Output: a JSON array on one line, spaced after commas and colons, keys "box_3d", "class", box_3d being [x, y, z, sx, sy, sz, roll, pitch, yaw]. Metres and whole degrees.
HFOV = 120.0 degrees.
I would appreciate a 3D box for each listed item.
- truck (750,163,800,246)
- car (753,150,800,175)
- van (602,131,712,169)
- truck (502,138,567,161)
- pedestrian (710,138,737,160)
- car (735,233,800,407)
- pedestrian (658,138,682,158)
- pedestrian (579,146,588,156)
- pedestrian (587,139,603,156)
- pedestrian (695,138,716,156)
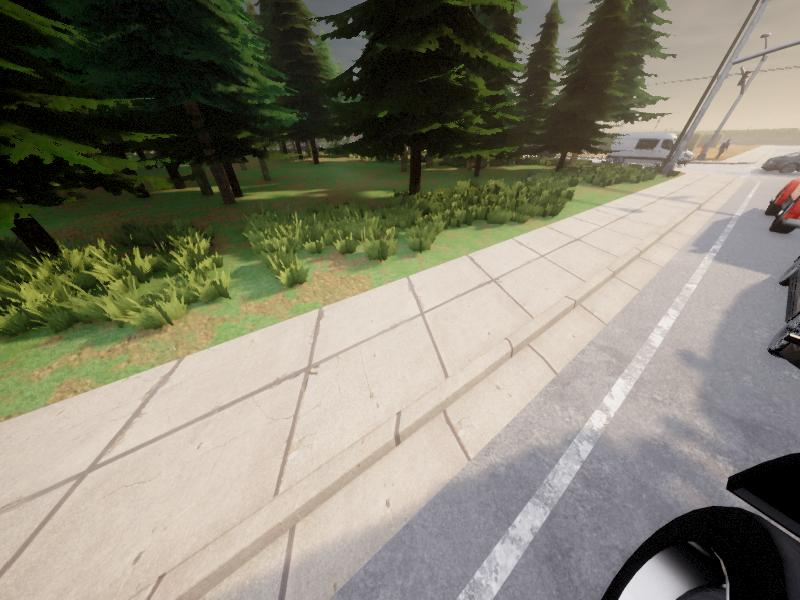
[{"box_3d": [12.430, -3.014, 5.962, 5.204, 2.467, 2.627, -23, 41, -28], "class": "truck"}, {"box_3d": [29.308, -9.724, 16.356, 4.181, 1.385, 1.994, 16, 38, 22], "class": "car"}, {"box_3d": [22.904, -13.696, 21.046, 1.988, 2.561, 5.915, -22, 40, -28], "class": "van"}, {"box_3d": [16.447, -18.818, 28.739, 2.390, 2.098, 6.274, -22, 41, -28], "class": "truck"}, {"box_3d": [33.563, -15.658, 24.002, 0.751, 1.860, 0.751, 22, 41, 28], "class": "pedestrian"}, {"box_3d": [6.438, -0.040, 2.636, 4.902, 1.511, 2.128, -22, 41, -28], "class": "car"}, {"box_3d": [31.049, -17.474, 26.595, 0.751, 1.860, 0.751, -1, 35, -2], "class": "pedestrian"}, {"box_3d": [24.705, -20.144, 31.125, 0.500, 1.100, 0.500, -19, 39, -25], "class": "pedestrian"}, {"box_3d": [25.638, -20.090, 30.372, 0.751, 1.860, 0.751, -20, 40, -26], "class": "pedestrian"}, {"box_3d": [39.017, -19.583, 29.535, 0.751, 1.860, 0.751, 21, 40, 27], "class": "pedestrian"}]
